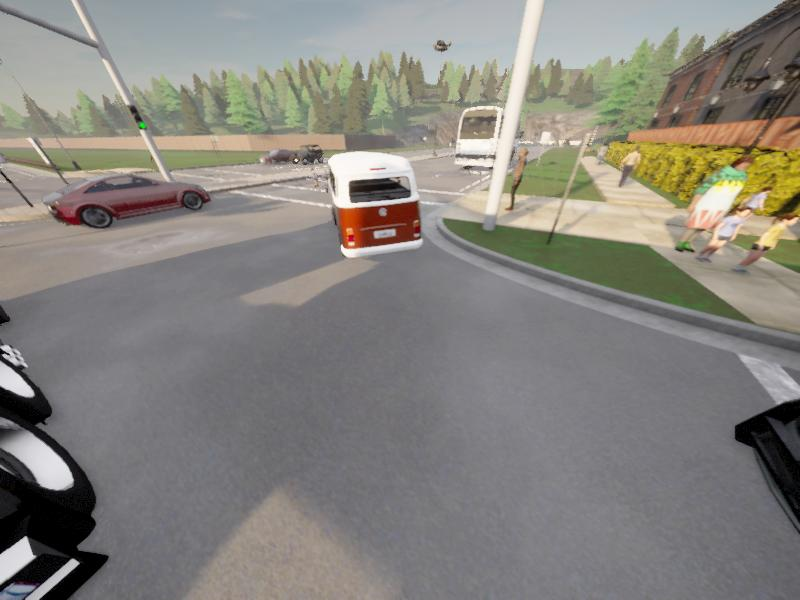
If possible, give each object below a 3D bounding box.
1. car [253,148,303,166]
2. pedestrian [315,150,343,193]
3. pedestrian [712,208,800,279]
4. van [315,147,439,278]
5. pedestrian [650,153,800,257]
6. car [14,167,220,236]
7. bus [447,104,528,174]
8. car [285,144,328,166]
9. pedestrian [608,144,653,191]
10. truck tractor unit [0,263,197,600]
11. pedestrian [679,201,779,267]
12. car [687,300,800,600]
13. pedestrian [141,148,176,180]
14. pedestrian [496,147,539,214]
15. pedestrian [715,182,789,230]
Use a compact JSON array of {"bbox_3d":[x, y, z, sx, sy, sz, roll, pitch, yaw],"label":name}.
[{"bbox_3d":[-13.861,-16.539,26.636,1.812,1.442,4.674,18,39,25],"label":"car"},{"bbox_3d":[-3.618,-6.630,11.923,0.751,1.860,0.751,13,37,18],"label":"pedestrian"},{"bbox_3d":[6.486,-0.995,4.102,0.500,1.100,0.500,-5,35,-7],"label":"pedestrian"},{"bbox_3d":[-0.902,-2.716,6.133,2.069,2.038,4.480,-11,36,-12],"label":"van"},{"bbox_3d":[6.464,-1.938,4.792,0.751,1.860,0.751,5,35,8],"label":"pedestrian"},{"bbox_3d":[-9.579,-3.805,8.364,1.994,1.385,4.181,17,38,23],"label":"car"},{"bbox_3d":[8.456,-14.879,21.588,3.944,4.253,10.273,19,40,26],"label":"bus"},{"bbox_3d":[-10.297,-16.255,25.804,1.905,1.878,3.866,18,39,25],"label":"car"},{"bbox_3d":[10.884,-6.298,11.017,0.751,1.860,0.751,19,39,25],"label":"pedestrian"},{"bbox_3d":[-5.114,-0.297,0.781,6.516,4.208,3.053,18,39,24],"label":"truck tractor unit"},{"bbox_3d":[6.330,-1.288,4.525,0.500,1.100,0.500,8,36,11],"label":"pedestrian"},{"bbox_3d":[4.716,1.620,0.293,4.974,1.542,2.038,19,39,26],"label":"car"},{"bbox_3d":[-16.942,-9.576,16.252,0.751,1.860,0.751,14,37,19],"label":"pedestrian"},{"bbox_3d":[3.858,-3.963,7.673,0.751,1.860,0.751,18,39,24],"label":"pedestrian"},{"bbox_3d":[9.550,-2.564,6.329,0.500,1.100,0.500,13,37,18],"label":"pedestrian"}]
